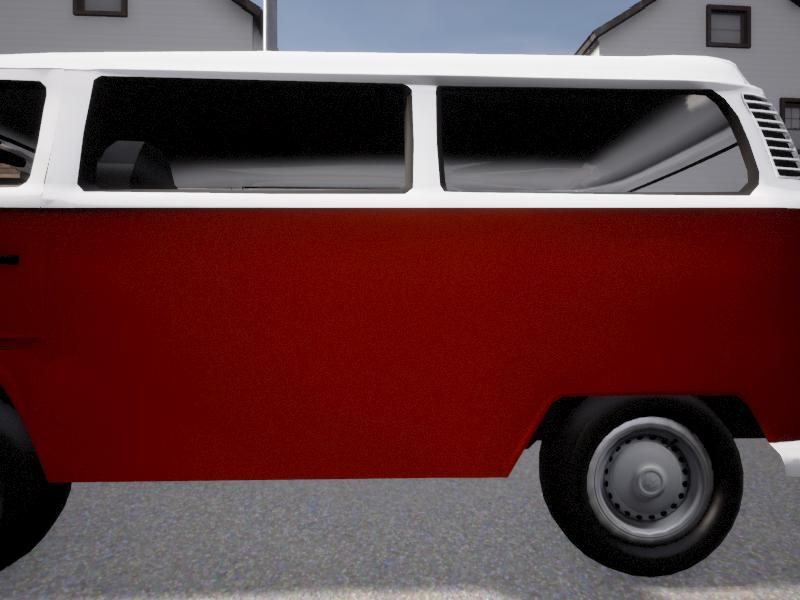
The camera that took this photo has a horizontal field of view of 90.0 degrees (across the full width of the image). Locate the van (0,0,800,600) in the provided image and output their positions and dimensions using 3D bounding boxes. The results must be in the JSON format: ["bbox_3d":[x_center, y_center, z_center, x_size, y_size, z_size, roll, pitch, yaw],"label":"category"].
[{"bbox_3d":[-0.423,-0.028,2.192,4.480,2.038,2.069,0,0,-2],"label":"van"}]
